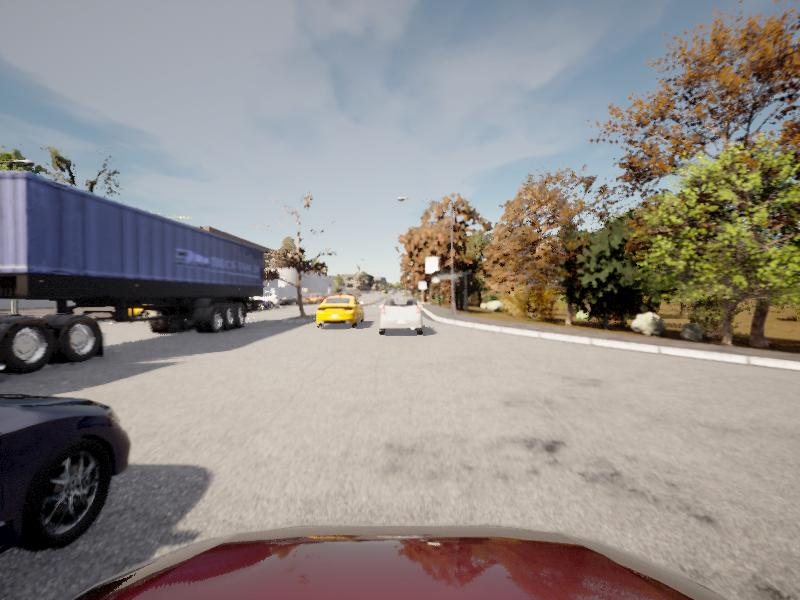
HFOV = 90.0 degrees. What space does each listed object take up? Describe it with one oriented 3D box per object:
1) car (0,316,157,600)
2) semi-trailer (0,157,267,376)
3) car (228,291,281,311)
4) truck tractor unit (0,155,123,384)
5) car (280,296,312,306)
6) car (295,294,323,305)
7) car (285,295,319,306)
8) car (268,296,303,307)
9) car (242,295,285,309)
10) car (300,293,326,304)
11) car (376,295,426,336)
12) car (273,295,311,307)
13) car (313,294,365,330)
[{"bbox_3d":[-2.998,0.864,1.346,1.816,1.474,4.193,0,0,0],"label":"car"},{"bbox_3d":[-8.834,-0.773,15.188,2.717,4.402,14.254,-1,1,0],"label":"semi-trailer"},{"bbox_3d":[-16.830,0.063,46.445,5.566,2.045,2.435,-2,1,-20],"label":"car"},{"bbox_3d":[-8.868,-0.546,7.274,3.053,4.208,6.516,-1,1,0],"label":"truck tractor unit"},{"bbox_3d":[-16.765,0.144,64.343,4.792,1.488,2.163,-2,1,-20],"label":"car"},{"bbox_3d":[-16.685,-0.097,73.312,4.553,1.767,2.185,-2,1,-20],"label":"car"},{"bbox_3d":[-16.556,0.079,67.404,5.366,1.575,1.946,-2,0,-20],"label":"car"},{"bbox_3d":[-16.754,0.211,58.390,4.674,1.452,2.002,-2,1,-20],"label":"car"},{"bbox_3d":[-16.797,0.276,49.450,4.892,1.521,2.231,-2,1,-20],"label":"car"},{"bbox_3d":[-16.599,-0.233,76.338,4.442,1.987,1.878,-2,0,-20],"label":"car"},{"bbox_3d":[0.035,0.556,16.786,1.845,1.501,3.633,-1,1,0],"label":"car"},{"bbox_3d":[-16.576,0.132,61.438,5.366,1.575,1.946,-2,0,-20],"label":"car"},{"bbox_3d":[-2.965,0.513,20.604,1.882,1.535,5.008,-1,2,0],"label":"car"}]
